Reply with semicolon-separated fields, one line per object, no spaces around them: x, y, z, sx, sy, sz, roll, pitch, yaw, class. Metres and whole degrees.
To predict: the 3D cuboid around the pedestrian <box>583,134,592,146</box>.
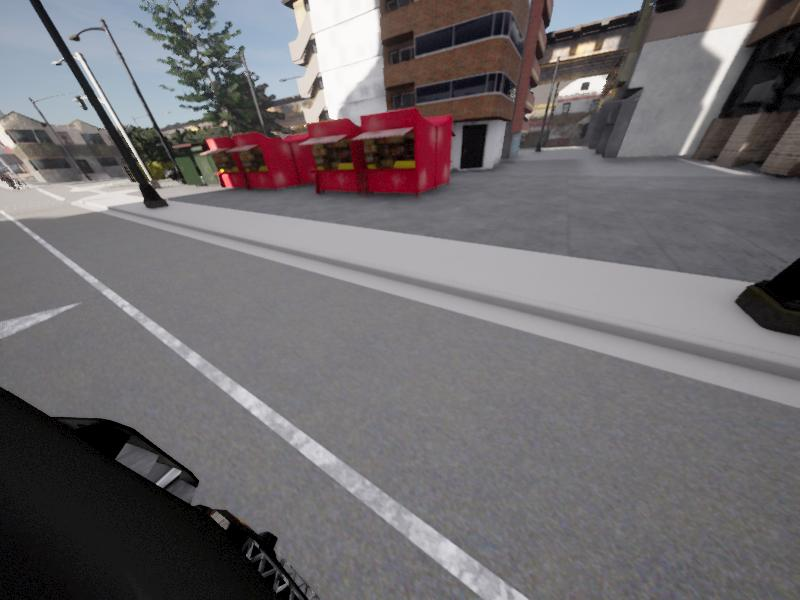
38.349;-32.766;47.269;0.751;1.860;0.751;15;37;26;pedestrian

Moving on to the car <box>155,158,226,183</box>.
-24.712;-15.520;27.581;2.150;2.045;5.566;16;38;27;car

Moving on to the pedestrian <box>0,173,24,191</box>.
-48.116;-14.507;28.482;0.751;1.860;0.751;3;34;10;pedestrian
